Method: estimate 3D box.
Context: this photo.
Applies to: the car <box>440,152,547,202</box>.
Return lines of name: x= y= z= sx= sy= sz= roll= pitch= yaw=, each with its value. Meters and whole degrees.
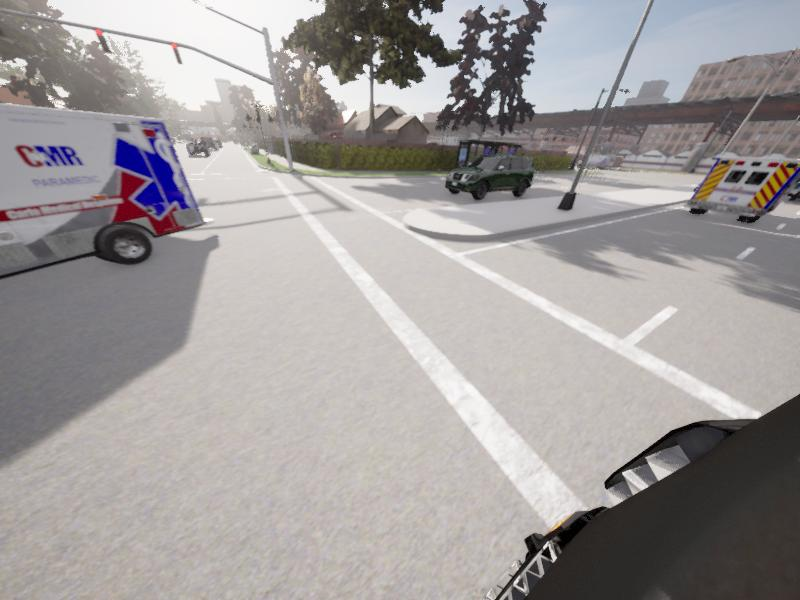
car: x=5.269 y=-7.047 z=13.113 sx=5.566 sy=2.045 sz=2.150 roll=-16 pitch=38 yaw=-26

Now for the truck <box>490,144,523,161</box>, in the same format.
truck: x=31.690 y=-44.397 z=69.428 sx=2.891 sy=3.827 sz=8.468 roll=-16 pitch=39 yaw=-26

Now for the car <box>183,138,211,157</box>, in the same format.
car: x=-26.472 y=-20.044 z=30.318 sx=1.932 sy=1.855 sz=4.605 roll=-16 pitch=38 yaw=-26

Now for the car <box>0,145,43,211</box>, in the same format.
car: x=-14.973 y=-3.341 z=6.336 sx=5.027 sy=1.651 sz=2.152 roll=-16 pitch=38 yaw=-26

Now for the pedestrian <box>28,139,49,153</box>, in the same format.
pedestrian: x=-34.389 y=-14.667 z=22.012 sx=0.500 sy=1.100 sz=0.500 roll=-15 pitch=38 yaw=-25

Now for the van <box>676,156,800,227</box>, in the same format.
van: x=16.935 y=-5.406 z=11.216 sx=6.366 sy=2.431 sz=2.351 roll=-16 pitch=38 yaw=-26

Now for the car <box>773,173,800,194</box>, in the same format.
car: x=41.672 y=-12.003 z=23.801 sx=5.027 sy=1.651 sz=2.152 roll=-13 pitch=37 yaw=-22

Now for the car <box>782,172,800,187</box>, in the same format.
car: x=55.061 y=-15.961 z=30.863 sx=1.789 sy=1.549 sz=3.705 roll=-16 pitch=38 yaw=-26

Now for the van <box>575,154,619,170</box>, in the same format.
van: x=41.887 y=-29.537 z=49.446 sx=2.351 sy=2.431 sz=6.366 roll=-16 pitch=38 yaw=-26

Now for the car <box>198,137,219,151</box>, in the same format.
car: x=-36.450 y=-29.850 z=44.132 sx=2.150 sy=2.045 sz=5.566 roll=-16 pitch=38 yaw=-26

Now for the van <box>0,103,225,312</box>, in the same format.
van: x=-6.609 y=-1.251 z=3.122 sx=2.351 sy=2.431 sz=6.366 roll=12 pitch=35 yaw=13

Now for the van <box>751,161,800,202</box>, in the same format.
van: x=31.580 y=-9.624 z=18.606 sx=5.915 sy=2.561 sz=1.988 roll=-16 pitch=38 yaw=-26

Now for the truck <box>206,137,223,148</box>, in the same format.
truck: x=-46.000 y=-39.216 z=57.360 sx=2.390 sy=2.098 sz=6.274 roll=-16 pitch=38 yaw=-26
